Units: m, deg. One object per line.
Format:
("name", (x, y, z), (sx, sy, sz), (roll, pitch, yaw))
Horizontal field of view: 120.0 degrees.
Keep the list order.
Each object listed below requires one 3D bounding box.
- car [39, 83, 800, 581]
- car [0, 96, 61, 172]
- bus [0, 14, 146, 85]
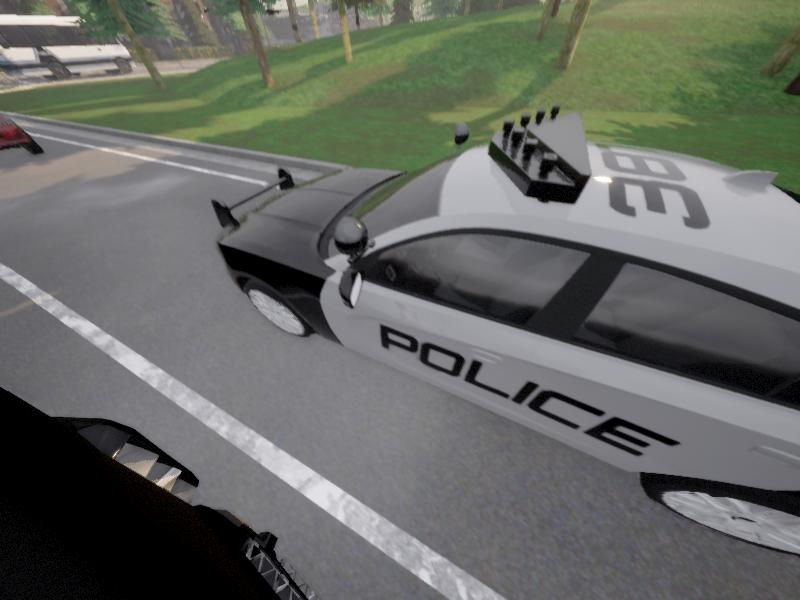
("car", (0.662, -0.353, 1.774), (5.238, 1.638, 1.930), (19, 52, 17))
("car", (-11.892, -4.527, 6.006), (4.674, 1.442, 1.812), (19, 51, 17))
("bus", (-34.471, -25.711, 23.683), (3.944, 4.253, 10.273), (18, 52, 17))
